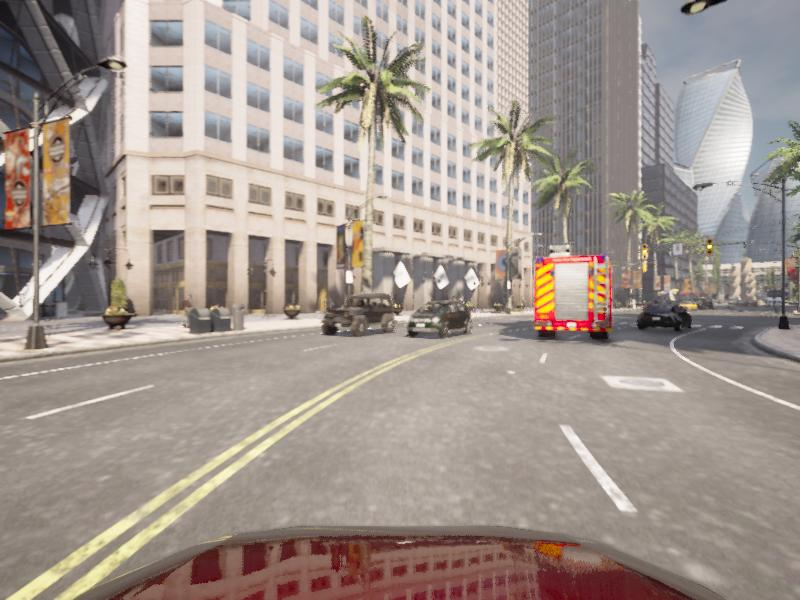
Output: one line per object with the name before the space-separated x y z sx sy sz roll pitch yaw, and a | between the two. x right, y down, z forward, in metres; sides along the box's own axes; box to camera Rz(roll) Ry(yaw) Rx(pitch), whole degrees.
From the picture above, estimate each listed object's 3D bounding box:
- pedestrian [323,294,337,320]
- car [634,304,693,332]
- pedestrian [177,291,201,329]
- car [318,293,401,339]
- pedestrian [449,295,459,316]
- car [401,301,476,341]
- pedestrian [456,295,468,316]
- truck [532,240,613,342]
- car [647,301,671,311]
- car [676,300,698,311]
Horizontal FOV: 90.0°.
pedestrian | -5.111 0.477 29.203 0.751 1.860 0.751 0 0 29
car | 14.555 0.915 22.004 1.994 1.385 4.181 0 0 44
pedestrian | -10.594 0.474 20.058 0.751 1.860 0.751 0 0 23
car | -1.739 0.642 18.383 1.905 1.878 3.866 0 0 31
pedestrian | 4.796 0.483 35.527 0.751 1.860 0.751 0 0 -10
car | 1.799 0.815 17.586 1.789 1.549 3.705 0 0 32
pedestrian | 5.493 0.484 35.482 0.751 1.860 0.751 0 0 -30
truck | 8.437 -0.317 19.462 2.891 3.827 8.468 0 0 24
car | 40.084 0.890 61.862 4.902 1.511 2.128 0 0 -44
car | 42.716 0.843 59.539 5.366 1.575 1.801 0 0 -44
